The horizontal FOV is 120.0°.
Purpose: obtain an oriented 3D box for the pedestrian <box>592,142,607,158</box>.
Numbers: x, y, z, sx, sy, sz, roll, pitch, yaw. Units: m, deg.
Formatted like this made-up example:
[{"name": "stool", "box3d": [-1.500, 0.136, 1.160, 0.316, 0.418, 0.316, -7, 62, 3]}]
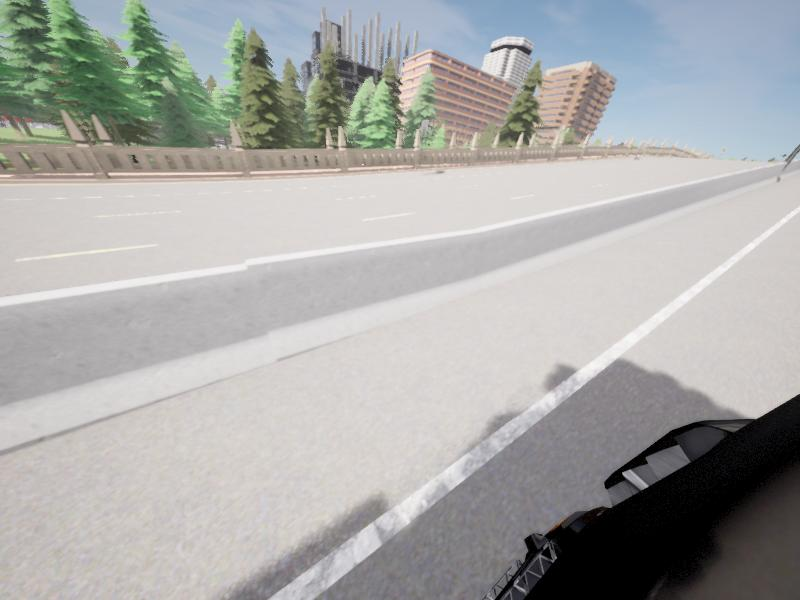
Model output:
[{"name": "pedestrian", "box3d": [29.335, -22.067, 33.951, 0.751, 1.860, 0.751, -11, 36, -29]}]
